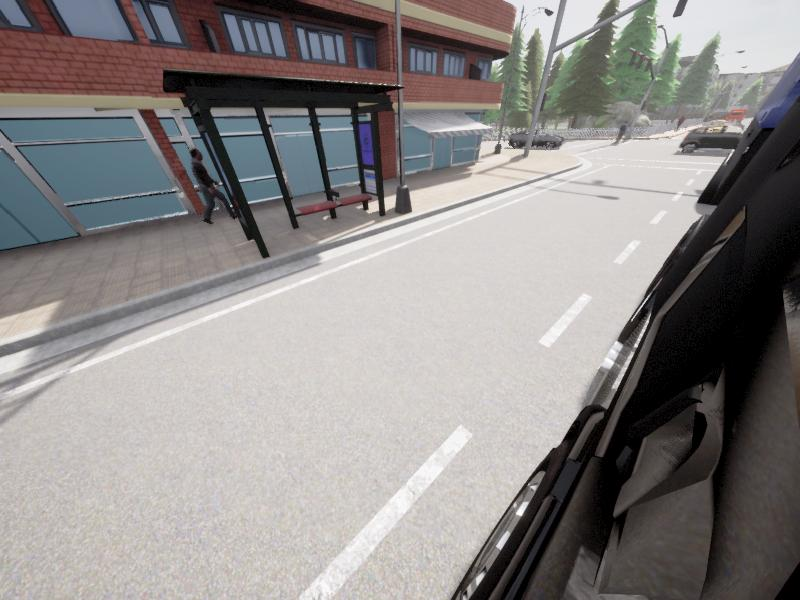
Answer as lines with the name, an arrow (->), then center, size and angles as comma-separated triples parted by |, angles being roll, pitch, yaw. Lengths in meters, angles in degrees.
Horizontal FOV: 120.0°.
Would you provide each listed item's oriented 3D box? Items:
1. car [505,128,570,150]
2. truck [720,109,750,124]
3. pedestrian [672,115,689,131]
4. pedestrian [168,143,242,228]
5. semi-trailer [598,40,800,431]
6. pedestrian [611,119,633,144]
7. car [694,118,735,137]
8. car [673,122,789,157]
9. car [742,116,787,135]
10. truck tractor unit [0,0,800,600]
car -> 12.491, -14.747, 21.180 | 4.514, 1.525, 2.007 | 24, 44, 31
truck -> 71.865, -39.311, 49.521 | 5.204, 2.467, 2.627 | -28, 44, -30
pedestrian -> 42.105, -26.627, 34.687 | 0.751, 1.860, 0.751 | -28, 44, -30
pedestrian -> -5.121, -3.034, 6.173 | 0.751, 1.860, 0.751 | -28, 44, -30
semi-trailer -> 8.692, -3.612, 4.229 | 14.254, 4.402, 2.717 | -28, 44, -30
pedestrian -> 21.026, -15.921, 21.901 | 0.751, 1.860, 0.751 | -29, 44, -31
car -> 35.621, -19.541, 26.163 | 5.366, 1.575, 1.801 | -27, 43, -29
car -> 20.207, -10.009, 14.385 | 1.789, 1.549, 3.705 | -29, 44, -31
car -> 41.378, -19.872, 26.324 | 4.792, 1.488, 2.163 | -28, 44, -30
truck tractor unit -> 2.645, -0.295, 0.352 | 6.516, 4.208, 3.053 | -28, 44, -30
